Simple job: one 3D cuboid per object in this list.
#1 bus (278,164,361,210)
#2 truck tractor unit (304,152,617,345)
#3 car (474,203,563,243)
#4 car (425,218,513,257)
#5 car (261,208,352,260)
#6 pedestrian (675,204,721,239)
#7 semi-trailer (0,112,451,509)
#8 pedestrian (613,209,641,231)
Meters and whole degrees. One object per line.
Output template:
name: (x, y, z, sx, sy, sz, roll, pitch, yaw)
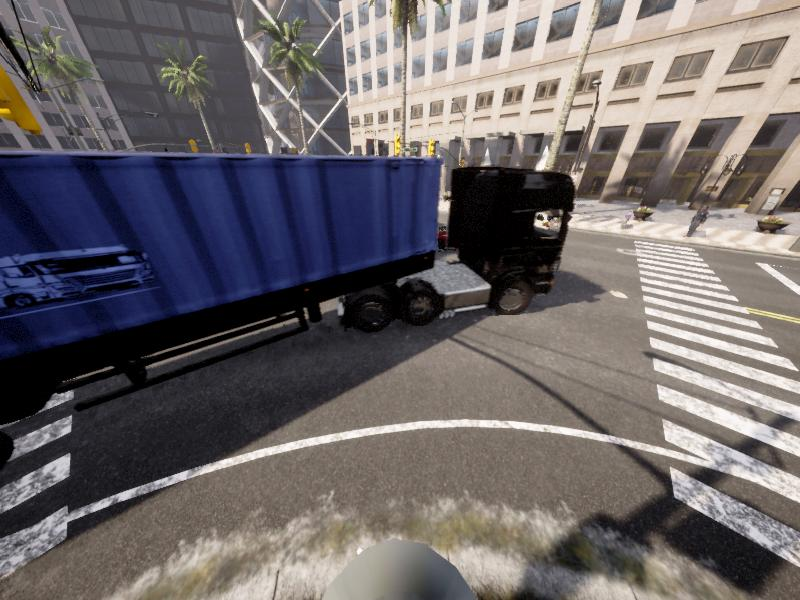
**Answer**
bus: (-9.773, -13.883, 27.800, 10.273, 4.253, 3.944, 23, 37, 34)
truck tractor unit: (1.264, -1.753, 6.815, 6.516, 4.208, 3.053, -6, 30, -10)
car: (7.791, -5.335, 15.571, 4.611, 1.667, 2.242, 23, 37, 34)
car: (3.643, -3.517, 12.724, 4.181, 1.385, 1.994, 8, 31, 13)
car: (-5.008, -4.063, 13.461, 1.801, 1.575, 5.366, 9, 31, 16)
pedestrian: (17.978, -4.726, 13.979, 0.751, 1.860, 0.751, -5, 30, -9)
semi-trailer: (-5.493, 0.104, 3.394, 14.254, 4.402, 2.717, -20, 35, -30)
pedestrian: (15.599, -5.520, 15.913, 0.751, 1.300, 0.751, 7, 31, 12)
